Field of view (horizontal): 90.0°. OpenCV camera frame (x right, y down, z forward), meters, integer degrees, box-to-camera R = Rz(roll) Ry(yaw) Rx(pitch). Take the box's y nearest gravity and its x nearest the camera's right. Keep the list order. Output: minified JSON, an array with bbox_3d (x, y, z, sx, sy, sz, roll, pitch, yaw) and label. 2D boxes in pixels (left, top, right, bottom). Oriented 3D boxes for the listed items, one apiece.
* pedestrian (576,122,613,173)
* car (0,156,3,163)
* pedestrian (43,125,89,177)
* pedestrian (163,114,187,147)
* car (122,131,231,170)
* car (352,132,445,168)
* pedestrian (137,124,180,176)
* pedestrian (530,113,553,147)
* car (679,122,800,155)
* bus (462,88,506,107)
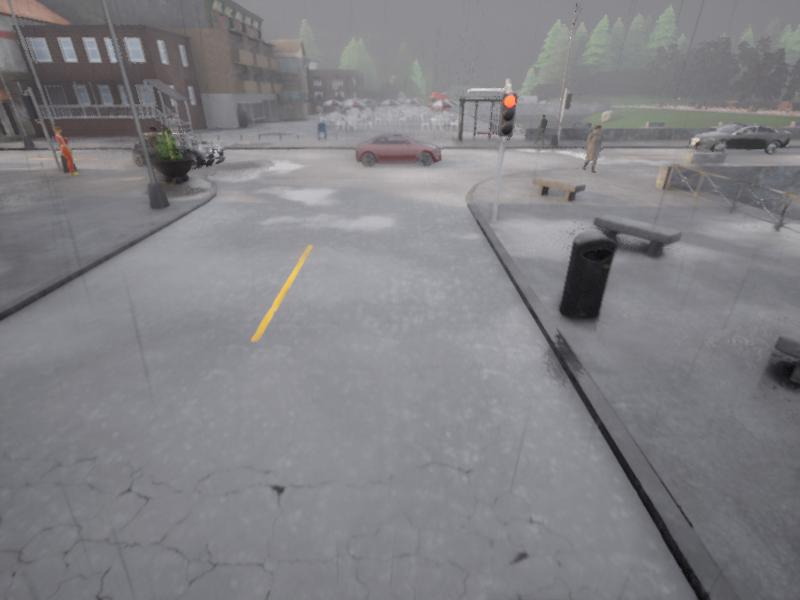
[{"bbox_3d":[7.873,-6.173,16.233,0.751,1.860,0.751,-1,27,-2],"label":"pedestrian"},{"bbox_3d":[-22.232,-7.433,19.151,3.866,1.878,1.905,0,27,0],"label":"car"},{"bbox_3d":[-13.321,-5.952,15.969,0.751,1.860,0.751,22,34,36],"label":"pedestrian"},{"bbox_3d":[-14.065,-10.607,25.019,0.751,1.860,0.751,-19,33,-32],"label":"pedestrian"},{"bbox_3d":[-10.403,-7.079,18.837,3.806,1.475,1.970,4,27,8],"label":"car"},{"bbox_3d":[-0.084,-7.242,19.202,4.181,1.385,1.994,-1,27,-1],"label":"car"},{"bbox_3d":[-9.685,-6.044,16.123,0.751,1.860,0.751,8,28,15],"label":"pedestrian"},{"bbox_3d":[8.721,-10.514,24.683,0.751,1.860,0.751,-8,28,-14],"label":"pedestrian"},{"bbox_3d":[19.119,-9.137,22.599,4.902,1.511,2.128,0,27,1],"label":"car"},{"bbox_3d":[21.386,-51.718,102.334,10.273,4.253,3.944,0,27,0],"label":"bus"}]
